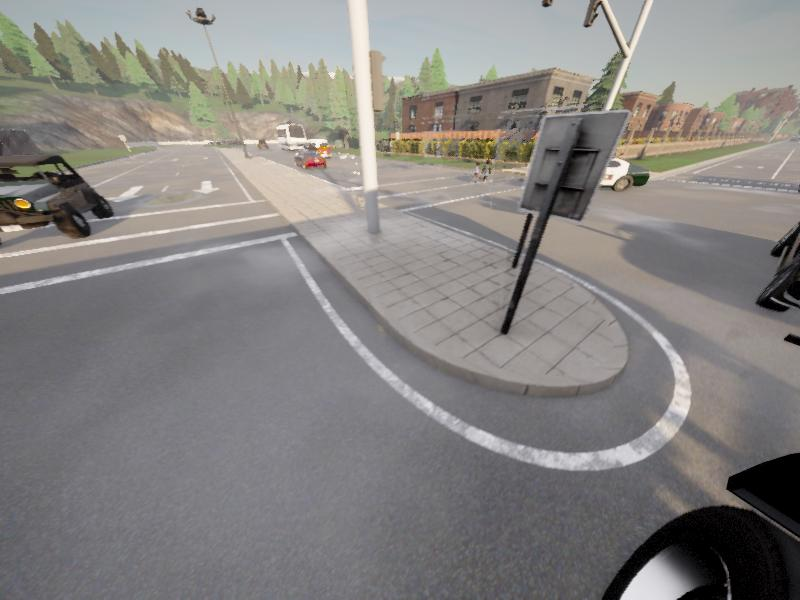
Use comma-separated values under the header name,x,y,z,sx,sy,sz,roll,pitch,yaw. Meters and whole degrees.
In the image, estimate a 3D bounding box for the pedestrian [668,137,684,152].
name,x,y,z,sx,sy,sz,roll,pitch,yaw
pedestrian,41.710,-23.452,34.915,0.751,1.860,0.751,-22,41,-28

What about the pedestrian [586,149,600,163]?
name,x,y,z,sx,sy,sz,roll,pitch,yaw
pedestrian,18.338,-13.701,21.928,0.500,1.100,0.500,-22,41,-28

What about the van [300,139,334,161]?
name,x,y,z,sx,sy,sz,roll,pitch,yaw
van,-10.458,-18.977,29.116,2.069,2.038,4.480,-27,43,-32

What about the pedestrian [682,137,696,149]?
name,x,y,z,sx,sy,sz,roll,pitch,yaw
pedestrian,53.181,-28.878,42.520,0.751,1.860,0.751,-22,41,-28

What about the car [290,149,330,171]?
name,x,y,z,sx,sy,sz,roll,pitch,yaw
car,-8.136,-12.622,20.672,1.994,1.385,4.181,-22,40,-27

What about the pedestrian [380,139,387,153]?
name,x,y,z,sx,sy,sz,roll,pitch,yaw
pedestrian,-2.570,-24.389,36.578,0.751,1.860,0.751,-20,40,-26

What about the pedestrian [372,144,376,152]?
name,x,y,z,sx,sy,sz,roll,pitch,yaw
pedestrian,-4.504,-26.112,39.695,0.500,1.100,0.500,13,37,17

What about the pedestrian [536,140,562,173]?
name,x,y,z,sx,sy,sz,roll,pitch,yaw
pedestrian,10.104,-9.777,15.715,0.751,1.860,0.751,-22,41,-28

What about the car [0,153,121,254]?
name,x,y,z,sx,sy,sz,roll,pitch,yaw
car,-10.273,-2.896,6.450,1.905,1.878,3.866,-22,40,-27

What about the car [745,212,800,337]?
name,x,y,z,sx,sy,sz,roll,pitch,yaw
car,7.876,-0.724,3.464,5.027,1.651,2.152,-22,41,-28

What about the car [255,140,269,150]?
name,x,y,z,sx,sy,sz,roll,pitch,yaw
car,-33.160,-37.366,55.485,1.905,1.878,3.866,-22,40,-27

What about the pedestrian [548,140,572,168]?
name,x,y,z,sx,sy,sz,roll,pitch,yaw
pedestrian,12.836,-11.754,18.550,0.751,1.860,0.751,-21,40,-27

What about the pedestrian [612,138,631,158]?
name,x,y,z,sx,sy,sz,roll,pitch,yaw
pedestrian,25.604,-17.601,26.743,0.751,1.860,0.751,-19,39,-24

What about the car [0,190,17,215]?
name,x,y,z,sx,sy,sz,roll,pitch,yaw
car,-14.684,-2.832,6.778,1.812,1.442,4.674,-22,40,-27

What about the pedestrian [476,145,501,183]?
name,x,y,z,sx,sy,sz,roll,pitch,yaw
pedestrian,5.182,-8.023,13.622,0.751,1.860,0.751,27,44,33

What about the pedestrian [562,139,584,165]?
name,x,y,z,sx,sy,sz,roll,pitch,yaw
pedestrian,15.071,-12.889,20.143,0.751,1.860,0.751,-30,45,-35

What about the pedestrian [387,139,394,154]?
name,x,y,z,sx,sy,sz,roll,pitch,yaw
pedestrian,-1.441,-23.484,35.287,0.751,1.860,0.751,-24,41,-29

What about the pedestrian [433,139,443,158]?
name,x,y,z,sx,sy,sz,roll,pitch,yaw
pedestrian,4.653,-18.532,28.221,0.751,1.860,0.751,-22,41,-28

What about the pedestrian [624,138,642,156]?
name,x,y,z,sx,sy,sz,roll,pitch,yaw
pedestrian,29.003,-19.071,28.800,0.751,1.860,0.751,-25,42,-30

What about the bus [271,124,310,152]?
name,x,y,z,sx,sy,sz,roll,pitch,yaw
bus,-22.011,-32.429,46.356,3.944,4.253,10.273,-22,41,-27

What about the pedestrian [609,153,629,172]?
name,x,y,z,sx,sy,sz,roll,pitch,yaw
pedestrian,15.409,-9.705,16.286,0.500,1.100,0.500,9,36,13

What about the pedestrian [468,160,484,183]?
name,x,y,z,sx,sy,sz,roll,pitch,yaw
pedestrian,4.443,-7.499,13.505,0.500,1.100,0.500,-22,41,-28

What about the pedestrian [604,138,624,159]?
name,x,y,z,sx,sy,sz,roll,pitch,yaw
pedestrian,23.771,-16.833,25.668,0.751,1.860,0.751,-20,40,-26

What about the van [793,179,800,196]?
name,x,y,z,sx,sy,sz,roll,pitch,yaw
van,20.248,-5.913,10.411,4.442,1.987,1.775,-22,41,-28

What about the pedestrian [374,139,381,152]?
name,x,y,z,sx,sy,sz,roll,pitch,yaw
pedestrian,-3.970,-27.351,40.789,0.751,1.860,0.751,9,36,13

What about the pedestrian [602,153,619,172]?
name,x,y,z,sx,sy,sz,roll,pitch,yaw
pedestrian,14.876,-9.747,16.349,0.500,1.100,0.500,25,42,31

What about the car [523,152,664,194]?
name,x,y,z,sx,sy,sz,roll,pitch,yaw
car,9.383,-6.574,11.825,4.974,1.542,2.038,7,36,10

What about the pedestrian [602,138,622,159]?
name,x,y,z,sx,sy,sz,roll,pitch,yaw
pedestrian,22.911,-16.341,24.977,0.751,1.860,0.751,-27,43,-32

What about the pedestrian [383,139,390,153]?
name,x,y,z,sx,sy,sz,roll,pitch,yaw
pedestrian,-2.038,-23.959,35.964,0.751,1.860,0.751,-23,41,-29

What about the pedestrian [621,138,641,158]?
name,x,y,z,sx,sy,sz,roll,pitch,yaw
pedestrian,26.165,-17.186,26.151,0.751,1.860,0.751,-23,41,-28

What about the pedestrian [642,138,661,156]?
name,x,y,z,sx,sy,sz,roll,pitch,yaw
pedestrian,32.002,-19.535,29.436,0.751,1.860,0.751,-22,41,-28
